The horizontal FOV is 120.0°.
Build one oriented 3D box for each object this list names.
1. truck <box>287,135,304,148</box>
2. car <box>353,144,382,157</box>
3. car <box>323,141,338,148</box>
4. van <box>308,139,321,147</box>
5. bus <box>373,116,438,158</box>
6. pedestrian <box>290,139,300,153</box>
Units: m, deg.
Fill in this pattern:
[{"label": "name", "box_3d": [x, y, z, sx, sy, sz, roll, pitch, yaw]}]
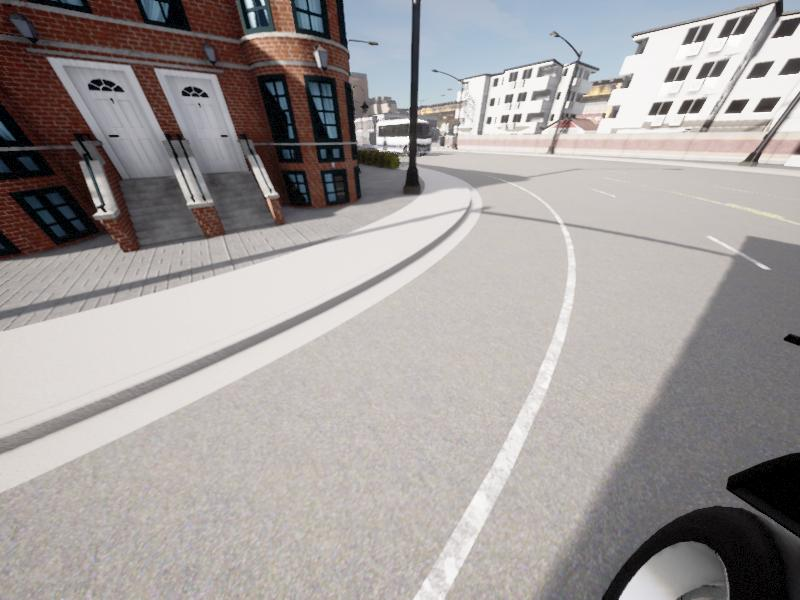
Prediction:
[{"label": "truck", "box_3d": [-39.804, -60.587, 88.251, 2.891, 3.827, 8.468, -23, 41, -29]}, {"label": "car", "box_3d": [-5.029, -22.672, 34.896, 2.033, 1.411, 5.357, -21, 40, -27]}, {"label": "car", "box_3d": [-20.191, -45.041, 66.867, 2.038, 1.542, 4.974, -23, 40, -29]}, {"label": "van", "box_3d": [-31.023, -56.807, 83.626, 1.988, 2.561, 5.915, -23, 40, -29]}, {"label": "bus", "box_3d": [0.448, -23.138, 33.039, 3.944, 4.253, 10.273, -20, 40, -26]}, {"label": "pedestrian", "box_3d": [-17.237, -25.240, 37.920, 0.751, 1.860, 0.751, -27, 43, -32]}]
